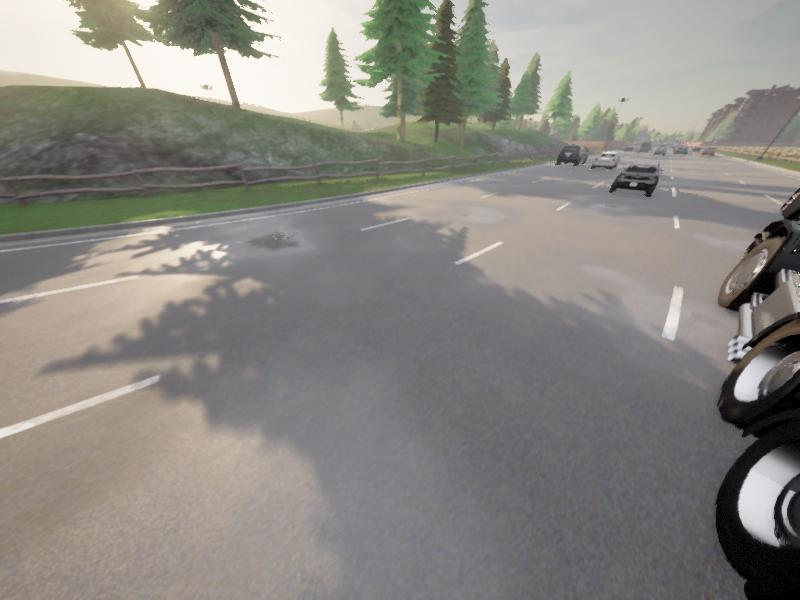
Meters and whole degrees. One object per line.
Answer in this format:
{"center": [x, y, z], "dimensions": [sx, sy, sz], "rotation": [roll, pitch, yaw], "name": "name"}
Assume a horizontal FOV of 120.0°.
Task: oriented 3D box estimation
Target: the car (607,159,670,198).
{"center": [13.474, -6.972, 13.001], "dimensions": [1.816, 1.474, 4.193], "rotation": [29, 44, 35], "name": "car"}

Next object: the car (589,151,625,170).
{"center": [21.891, -14.753, 24.381], "dimensions": [1.970, 1.475, 3.806], "rotation": [29, 44, 35], "name": "car"}

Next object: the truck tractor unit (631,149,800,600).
{"center": [4.907, -0.461, 1.035], "dimensions": [6.516, 4.208, 3.053], "rotation": [-26, 43, -33], "name": "truck tractor unit"}

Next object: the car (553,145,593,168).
{"center": [20.323, -16.924, 27.043], "dimensions": [2.150, 2.045, 5.566], "rotation": [29, 44, 35], "name": "car"}
